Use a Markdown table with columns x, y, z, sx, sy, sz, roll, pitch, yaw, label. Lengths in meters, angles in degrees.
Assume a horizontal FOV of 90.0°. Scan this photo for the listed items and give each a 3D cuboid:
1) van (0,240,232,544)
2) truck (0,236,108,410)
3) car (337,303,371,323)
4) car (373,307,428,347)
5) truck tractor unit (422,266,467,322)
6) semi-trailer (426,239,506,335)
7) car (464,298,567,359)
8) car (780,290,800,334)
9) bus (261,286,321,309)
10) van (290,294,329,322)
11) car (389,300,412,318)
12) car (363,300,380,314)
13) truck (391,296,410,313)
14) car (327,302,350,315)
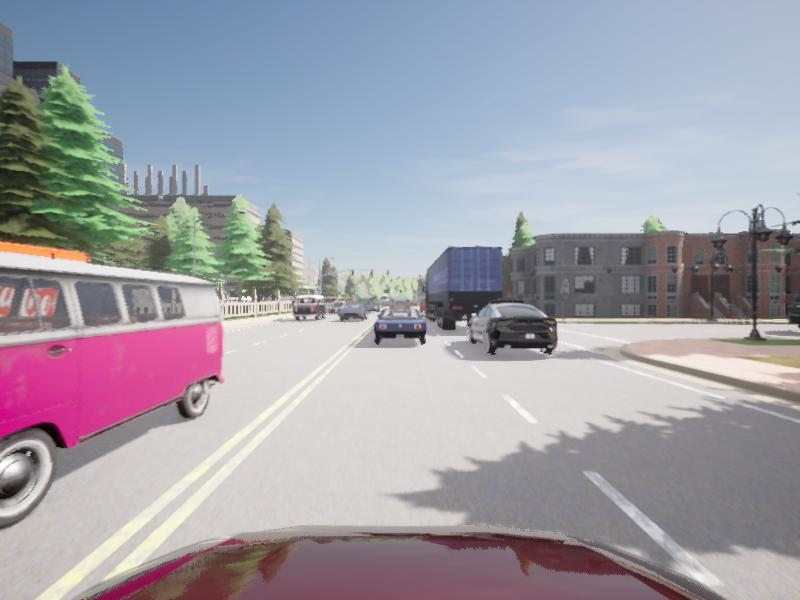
| x | y | z | sx | sy | sz | roll | pitch | yaw | label |
| --- | --- | --- | --- | --- | --- | --- | --- | --- | --- |
| -3.498 | 0.604 | 3.972 | 1.775 | 1.987 | 4.442 | 0 | 0 | 0 | van |
| -7.008 | 0.341 | 5.193 | 2.627 | 2.467 | 5.204 | 0 | 2 | -1 | truck |
| -3.483 | 0.936 | 31.059 | 2.033 | 1.411 | 5.357 | 0 | 0 | 0 | car |
| 0.010 | 0.965 | 16.065 | 1.895 | 1.301 | 4.718 | 0 | 0 | 0 | car |
| 3.528 | -0.480 | 33.524 | 3.053 | 4.208 | 6.516 | 0 | 0 | 0 | truck tractor unit |
| 3.513 | -0.589 | 25.616 | 2.717 | 4.402 | 14.254 | 0 | 0 | 0 | semi-trailer |
| 3.509 | 0.789 | 13.357 | 1.930 | 1.638 | 5.238 | 0 | 0 | 0 | car |
| 21.469 | 0.554 | 18.549 | 5.566 | 2.045 | 2.150 | 0 | 0 | 2 | car |
| -20.442 | -0.437 | 75.757 | 10.273 | 4.253 | 3.944 | 0 | 0 | 0 | bus |
| -6.982 | 0.612 | 31.307 | 2.069 | 2.038 | 4.480 | 0 | 0 | 0 | van |
| 0.026 | 0.833 | 39.877 | 2.152 | 1.651 | 5.027 | 0 | 0 | 0 | car |
| -3.470 | 0.853 | 49.152 | 1.851 | 1.617 | 3.988 | 0 | 0 | 0 | car |
| 0.035 | 0.612 | 53.117 | 2.390 | 2.098 | 6.274 | 0 | 0 | 0 | truck |
| -6.968 | 0.914 | 45.712 | 1.970 | 1.475 | 3.806 | 0 | 0 | 0 | car |
